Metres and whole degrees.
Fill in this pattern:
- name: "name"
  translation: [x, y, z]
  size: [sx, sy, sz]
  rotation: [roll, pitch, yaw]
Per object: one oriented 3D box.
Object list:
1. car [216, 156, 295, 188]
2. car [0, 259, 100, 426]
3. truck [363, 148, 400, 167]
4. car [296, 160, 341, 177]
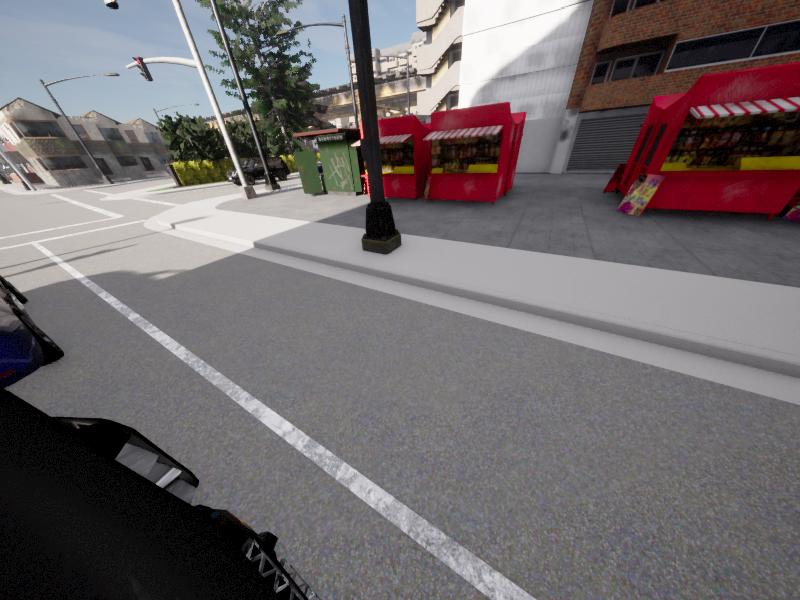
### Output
- name: "car"
  translation: [-13.017, -11.962, 21.371]
  size: [2.150, 2.045, 5.566]
  rotation: [15, 38, 27]
- name: "car"
  translation: [-6.372, 0.266, 2.730]
  size: [4.792, 1.488, 2.163]
  rotation: [15, 38, 26]
- name: "truck"
  translation: [-2.720, -22.106, 35.797]
  size: [2.390, 2.098, 6.274]
  rotation: [16, 38, 27]
- name: "car"
  translation: [-9.317, -15.287, 26.771]
  size: [1.895, 1.301, 4.718]
  rotation: [15, 38, 27]
